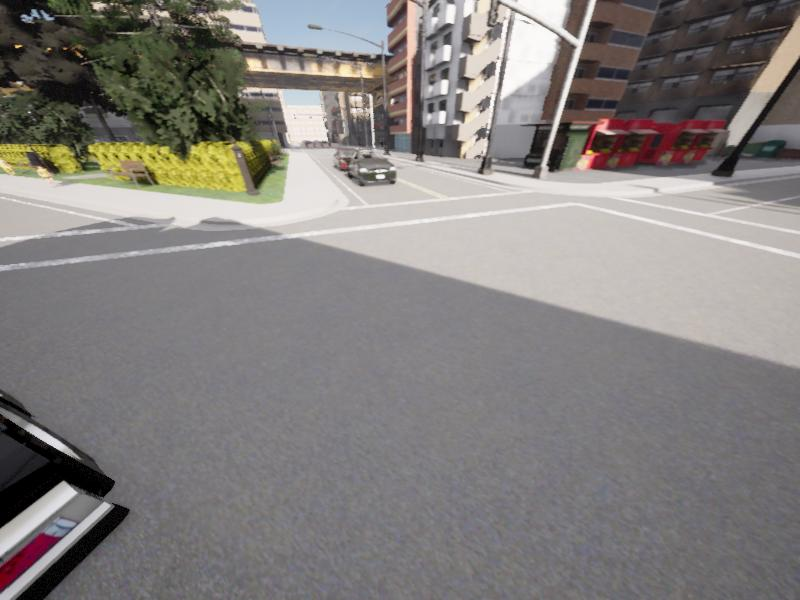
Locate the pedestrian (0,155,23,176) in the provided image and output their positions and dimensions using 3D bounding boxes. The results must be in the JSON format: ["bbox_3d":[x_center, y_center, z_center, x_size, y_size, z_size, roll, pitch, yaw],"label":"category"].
[{"bbox_3d":[-29.186,-9.943,17.087,0.751,1.300,0.751,17,39,23],"label":"pedestrian"}]

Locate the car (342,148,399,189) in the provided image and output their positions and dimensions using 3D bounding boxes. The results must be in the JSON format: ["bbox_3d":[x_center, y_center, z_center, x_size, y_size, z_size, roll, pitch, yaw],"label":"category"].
[{"bbox_3d":[-1.942,-8.147,14.045,2.152,1.651,5.027,-13,37,-16],"label":"car"}]

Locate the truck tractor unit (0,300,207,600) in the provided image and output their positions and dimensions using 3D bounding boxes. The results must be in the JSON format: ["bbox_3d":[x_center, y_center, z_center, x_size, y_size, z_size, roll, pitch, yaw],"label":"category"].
[{"bbox_3d":[-5.240,-0.145,0.569,6.516,4.208,3.053,13,37,18],"label":"truck tractor unit"}]

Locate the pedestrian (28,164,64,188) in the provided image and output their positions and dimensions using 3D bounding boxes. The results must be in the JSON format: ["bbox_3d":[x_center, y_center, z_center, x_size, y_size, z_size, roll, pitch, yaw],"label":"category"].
[{"bbox_3d":[-19.149,-6.715,12.515,0.500,1.100,0.500,16,39,23],"label":"pedestrian"}]

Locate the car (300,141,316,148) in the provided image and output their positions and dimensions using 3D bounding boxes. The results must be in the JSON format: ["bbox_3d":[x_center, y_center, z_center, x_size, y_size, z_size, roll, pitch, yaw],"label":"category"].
[{"bbox_3d":[-23.805,-40.536,60.144,2.038,1.542,4.974,2,35,3],"label":"car"}]

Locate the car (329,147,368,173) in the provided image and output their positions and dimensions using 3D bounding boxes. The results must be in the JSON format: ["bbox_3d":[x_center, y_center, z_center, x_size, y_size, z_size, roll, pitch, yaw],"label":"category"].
[{"bbox_3d":[-4.427,-11.813,19.382,2.163,1.488,4.792,-13,37,-17],"label":"car"}]
